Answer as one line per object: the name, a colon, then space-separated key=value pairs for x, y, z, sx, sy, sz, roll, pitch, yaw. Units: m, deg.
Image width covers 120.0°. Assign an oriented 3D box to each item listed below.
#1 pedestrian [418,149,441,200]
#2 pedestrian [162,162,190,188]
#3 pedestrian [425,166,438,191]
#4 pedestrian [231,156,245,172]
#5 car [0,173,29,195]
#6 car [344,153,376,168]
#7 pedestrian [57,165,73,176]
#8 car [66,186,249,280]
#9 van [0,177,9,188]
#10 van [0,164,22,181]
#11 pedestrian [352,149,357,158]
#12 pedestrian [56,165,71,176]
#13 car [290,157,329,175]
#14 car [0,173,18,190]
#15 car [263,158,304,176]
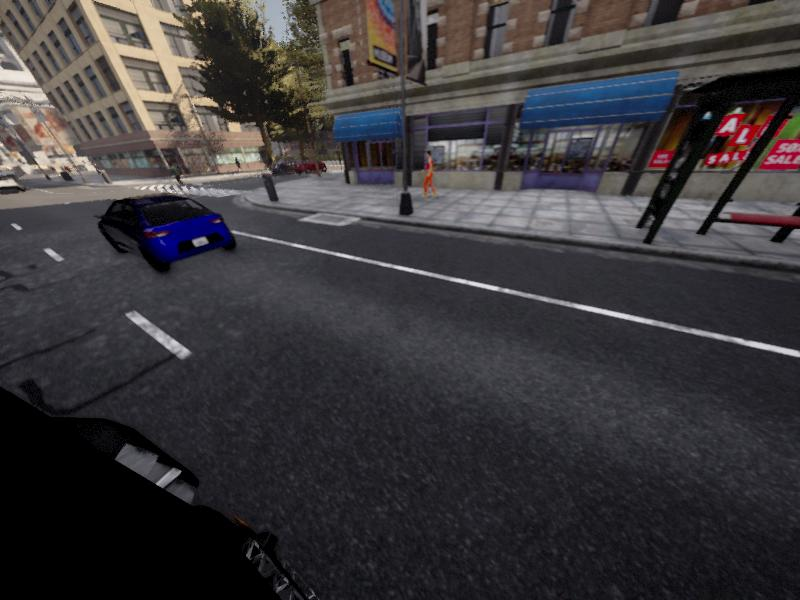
pedestrian: x=1.249 y=-5.421 z=10.011 sx=0.751 sy=1.860 sz=0.751 roll=13 pitch=37 yaw=22
pedestrian: x=-18.720 y=-10.482 z=19.350 sx=0.751 sy=1.860 sz=0.751 roll=16 pitch=38 yaw=26
pedestrian: x=1.607 y=-6.269 z=11.947 sx=0.500 sy=1.100 sz=0.500 roll=15 pitch=37 yaw=24
pedestrian: x=-21.546 y=-18.122 z=30.765 sx=0.751 sy=1.860 sz=0.751 roll=18 pitch=39 yaw=29
car: x=-38.204 y=-11.128 z=22.085 sx=4.514 sy=1.525 sz=2.007 roll=16 pitch=38 yaw=26
car: x=-5.577 y=-20.017 z=33.061 sx=1.882 sy=1.535 sz=5.008 roll=14 pitch=37 yaw=23
pedestrian: x=-64.074 y=-24.788 z=44.160 sx=0.751 sy=1.860 sz=0.751 roll=13 pitch=37 yaw=23
car: x=-6.386 y=-2.020 z=6.123 sx=4.193 sy=1.474 sz=1.816 roll=16 pitch=38 yaw=26
van: x=-49.672 y=-14.568 z=27.677 sx=4.442 sy=1.987 sz=1.775 roll=16 pitch=38 yaw=26
van: x=-69.872 y=-21.193 z=38.702 sx=2.351 sy=2.431 sz=6.366 roll=16 pitch=38 yaw=26
pedestrian: x=-11.386 y=-36.369 z=57.454 sx=0.751 sy=1.860 sz=0.751 roll=16 pitch=38 yaw=25
pedestrian: x=-65.536 y=-25.282 z=45.008 sx=0.751 sy=1.860 sz=0.751 roll=15 pitch=38 yaw=25
car: x=-10.103 y=-15.157 z=26.071 sx=1.789 sy=1.549 sz=3.705 roll=15 pitch=38 yaw=24
car: x=-43.859 y=-12.761 z=24.949 sx=3.633 sy=1.501 sz=1.845 roll=16 pitch=38 yaw=26
car: x=-13.598 y=-15.683 z=27.135 sx=1.845 sy=1.501 sz=3.633 roll=15 pitch=38 yaw=24
